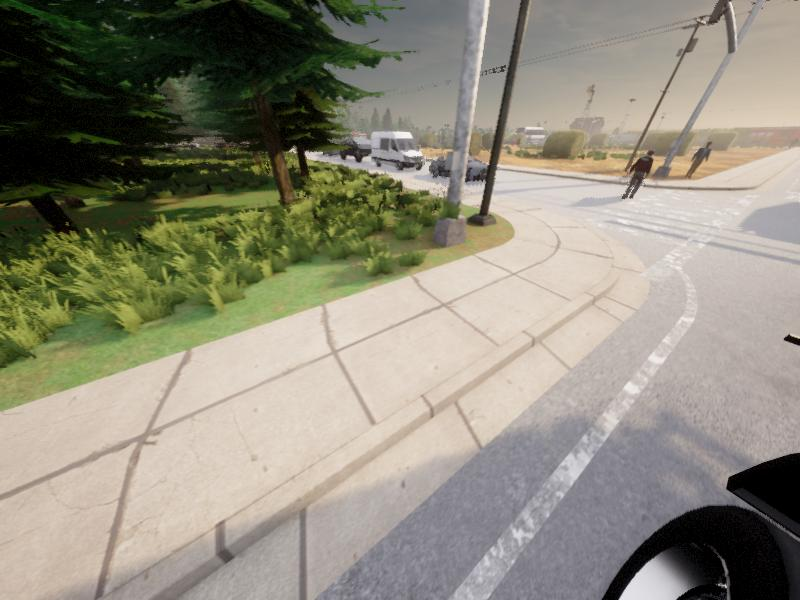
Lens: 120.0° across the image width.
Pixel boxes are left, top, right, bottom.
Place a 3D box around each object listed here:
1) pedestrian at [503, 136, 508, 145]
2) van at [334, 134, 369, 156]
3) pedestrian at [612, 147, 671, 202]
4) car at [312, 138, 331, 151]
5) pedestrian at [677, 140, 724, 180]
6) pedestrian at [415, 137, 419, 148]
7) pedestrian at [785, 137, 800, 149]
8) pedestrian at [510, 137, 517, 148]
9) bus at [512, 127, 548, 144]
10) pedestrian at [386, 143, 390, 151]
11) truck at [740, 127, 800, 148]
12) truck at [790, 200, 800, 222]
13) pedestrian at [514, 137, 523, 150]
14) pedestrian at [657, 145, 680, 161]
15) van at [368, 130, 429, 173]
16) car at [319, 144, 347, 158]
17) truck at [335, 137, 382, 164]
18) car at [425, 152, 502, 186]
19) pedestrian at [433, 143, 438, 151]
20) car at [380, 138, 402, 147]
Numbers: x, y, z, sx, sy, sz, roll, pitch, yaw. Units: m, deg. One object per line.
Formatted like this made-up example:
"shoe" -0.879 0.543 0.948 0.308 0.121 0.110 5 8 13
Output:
"pedestrian" 28.182 -42.704 61.838 0.751 1.860 0.751 18 39 23
"van" -7.024 -22.231 33.008 2.351 2.431 6.366 -20 40 -26
"pedestrian" 9.725 -5.071 9.381 0.751 1.860 0.751 -20 40 -25
"car" -14.434 -28.734 42.592 1.905 1.878 3.866 -22 41 -28
"pedestrian" 16.985 -7.963 13.131 0.751 1.860 0.751 24 42 30
"pedestrian" 3.544 -32.778 47.936 0.751 1.860 0.751 -4 36 -5
"pedestrian" 71.849 -28.670 42.153 0.751 1.860 0.751 -24 42 -29
"pedestrian" 22.075 -30.595 44.859 0.751 1.860 0.751 7 36 10
"bus" 40.718 -51.496 72.403 10.273 4.253 3.944 -18 39 -24
"pedestrian" -1.913 -24.573 37.121 0.500 1.100 0.500 -17 39 -22
"truck" 87.524 -37.804 53.613 2.891 3.827 8.468 -20 40 -26
"truck" 15.365 -3.696 6.958 5.204 2.467 2.627 -20 40 -27
"pedestrian" 20.692 -27.363 40.328 0.751 1.860 0.751 5 36 7
"pedestrian" 26.595 -14.595 22.907 0.751 1.300 0.751 -9 36 -12
"van" -0.320 -12.290 18.968 1.988 2.561 5.915 -20 40 -26
"car" -8.881 -19.648 30.361 1.895 1.301 4.718 -20 40 -26
"truck" -4.505 -15.986 24.531 2.390 2.098 6.274 -20 40 -26
"car" 3.675 -8.140 14.153 1.994 1.385 4.181 -20 40 -26
"pedestrian" 5.760 -24.715 37.288 0.500 1.100 0.500 -7 36 -10
"car" -2.225 -38.596 56.590 4.856 1.649 2.033 -18 39 -24
